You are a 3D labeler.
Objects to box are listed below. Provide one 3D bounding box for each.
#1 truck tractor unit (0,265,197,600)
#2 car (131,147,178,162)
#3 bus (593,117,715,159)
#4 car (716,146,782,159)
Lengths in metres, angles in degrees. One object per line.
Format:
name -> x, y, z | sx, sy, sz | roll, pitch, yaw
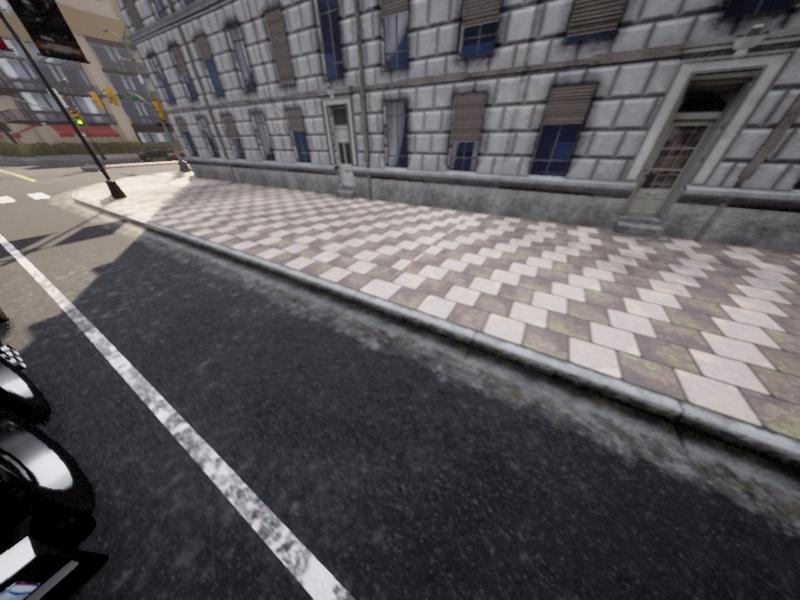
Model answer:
truck tractor unit -> -5.111, -0.302, 0.774 | 6.516, 4.208, 3.053 | 18, 39, 24
car -> -33.221, -19.850, 31.398 | 1.789, 1.549, 3.705 | 18, 39, 24
bus -> 34.538, -22.647, 32.493 | 10.273, 4.253, 3.944 | 23, 41, 30
car -> 46.545, -19.843, 30.951 | 1.895, 1.301, 4.718 | -23, 41, -29
